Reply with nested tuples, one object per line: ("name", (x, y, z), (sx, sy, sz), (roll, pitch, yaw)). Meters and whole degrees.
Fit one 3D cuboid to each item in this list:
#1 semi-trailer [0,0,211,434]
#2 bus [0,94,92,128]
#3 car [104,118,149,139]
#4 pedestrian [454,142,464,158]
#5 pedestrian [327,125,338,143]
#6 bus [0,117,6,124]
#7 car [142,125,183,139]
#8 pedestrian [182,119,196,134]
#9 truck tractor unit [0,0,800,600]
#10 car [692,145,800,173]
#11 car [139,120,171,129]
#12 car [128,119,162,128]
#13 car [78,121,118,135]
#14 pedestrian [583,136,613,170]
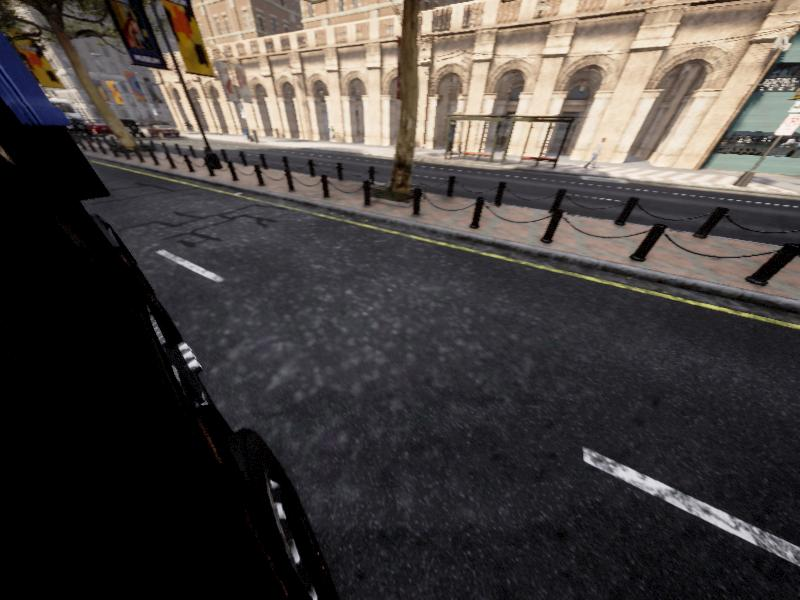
("semi-trailer", (-9.293, -3.095, 3.570), (14.254, 4.402, 2.717), (21, 41, 23))
("bus", (-62.479, -32.163, 39.657), (3.944, 4.253, 10.273), (8, 37, 8))
("car", (-33.432, -21.023, 28.270), (3.866, 1.878, 1.905), (20, 40, 22))
("pedestrian", (4.873, -12.335, 18.994), (0.500, 1.100, 0.500), (19, 40, 21))
("pedestrian", (-8.440, -20.819, 28.962), (0.751, 1.860, 0.751), (19, 40, 22))
("bus", (-86.329, -38.312, 46.640), (10.273, 4.253, 3.944), (20, 40, 22))
("car", (-31.306, -22.263, 30.506), (4.718, 1.301, 1.895), (19, 40, 22))
("pedestrian", (-34.042, -27.993, 37.219), (0.751, 1.860, 0.751), (20, 40, 22))
("truck tractor unit", (-2.645, -0.295, 0.351), (6.516, 4.208, 3.053), (28, 44, 30))
("car", (28.968, -12.007, 19.564), (4.786, 1.482, 2.161), (19, 40, 22))
("car", (-57.008, -41.021, 53.943), (2.007, 1.525, 4.514), (19, 40, 22))
("car", (-60.371, -41.844, 54.749), (2.242, 1.667, 4.611), (19, 40, 21))
("car", (-41.649, -23.735, 31.898), (4.181, 1.385, 1.994), (20, 40, 22))
("pedestrian", (13.077, -9.759, 15.348), (0.751, 1.860, 0.751), (19, 40, 22))
